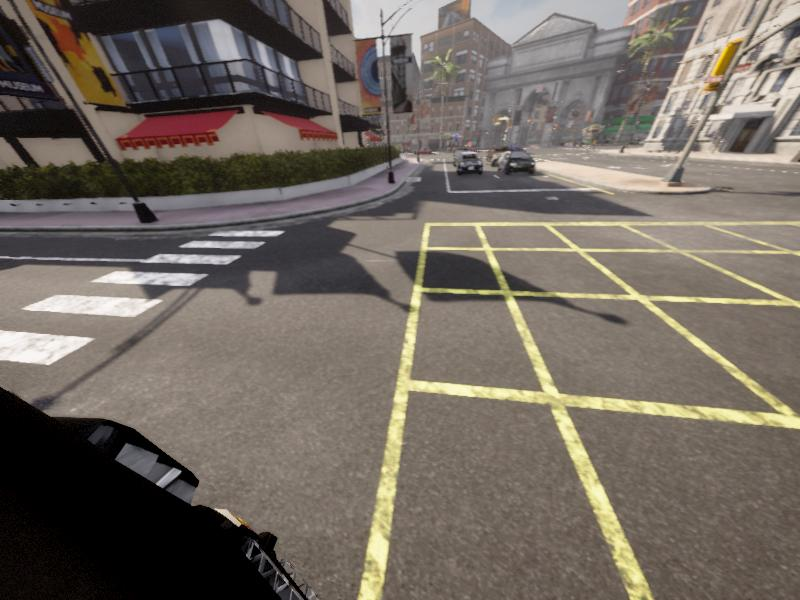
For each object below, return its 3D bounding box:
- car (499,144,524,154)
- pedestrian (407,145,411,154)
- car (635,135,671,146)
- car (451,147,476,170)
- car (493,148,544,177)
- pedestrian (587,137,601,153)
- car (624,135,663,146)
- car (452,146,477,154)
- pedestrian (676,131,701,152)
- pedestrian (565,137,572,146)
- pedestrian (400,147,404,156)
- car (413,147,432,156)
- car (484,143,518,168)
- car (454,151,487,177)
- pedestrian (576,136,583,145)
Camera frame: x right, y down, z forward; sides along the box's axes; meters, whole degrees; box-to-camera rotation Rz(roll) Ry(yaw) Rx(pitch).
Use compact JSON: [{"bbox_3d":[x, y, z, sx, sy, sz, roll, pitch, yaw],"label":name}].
[{"bbox_3d":[19.977,-27.251,41.724,1.812,1.442,4.674,-6,34,-4],"label":"car"},{"bbox_3d":[2.339,-38.279,58.901,0.751,1.860,0.751,11,36,21],"label":"pedestrian"},{"bbox_3d":[48.905,-30.853,44.724,3.988,1.617,1.851,3,34,9],"label":"car"},{"bbox_3d":[6.455,-14.779,24.000,1.930,1.638,5.238,3,34,8],"label":"car"},{"bbox_3d":[8.926,-10.762,17.905,2.038,1.542,4.974,2,34,8],"label":"car"},{"bbox_3d":[28.088,-22.467,33.518,0.751,1.860,0.751,0,34,5],"label":"pedestrian"},{"bbox_3d":[49.983,-32.800,47.480,4.974,1.542,2.038,3,34,9],"label":"car"},{"bbox_3d":[14.068,-32.798,50.610,4.718,1.301,1.895,27,44,37],"label":"car"},{"bbox_3d":[32.030,-17.600,25.664,0.751,1.860,0.751,4,34,10],"label":"pedestrian"},{"bbox_3d":[40.659,-38.220,55.765,0.751,1.860,0.751,-27,40,-31],"label":"pedestrian"},{"bbox_3d":[0.437,-37.103,57.570,0.751,1.860,0.751,1,34,7],"label":"pedestrian"},{"bbox_3d":[4.996,-32.988,51.454,4.193,1.474,1.816,3,34,9],"label":"car"},{"bbox_3d":[9.821,-14.381,22.925,1.932,1.855,4.605,3,34,8],"label":"car"},{"bbox_3d":[5.498,-10.992,18.570,1.970,1.475,3.806,3,34,8],"label":"car"},{"bbox_3d":[45.177,-40.007,58.091,0.751,1.860,0.751,7,35,14],"label":"pedestrian"}]
